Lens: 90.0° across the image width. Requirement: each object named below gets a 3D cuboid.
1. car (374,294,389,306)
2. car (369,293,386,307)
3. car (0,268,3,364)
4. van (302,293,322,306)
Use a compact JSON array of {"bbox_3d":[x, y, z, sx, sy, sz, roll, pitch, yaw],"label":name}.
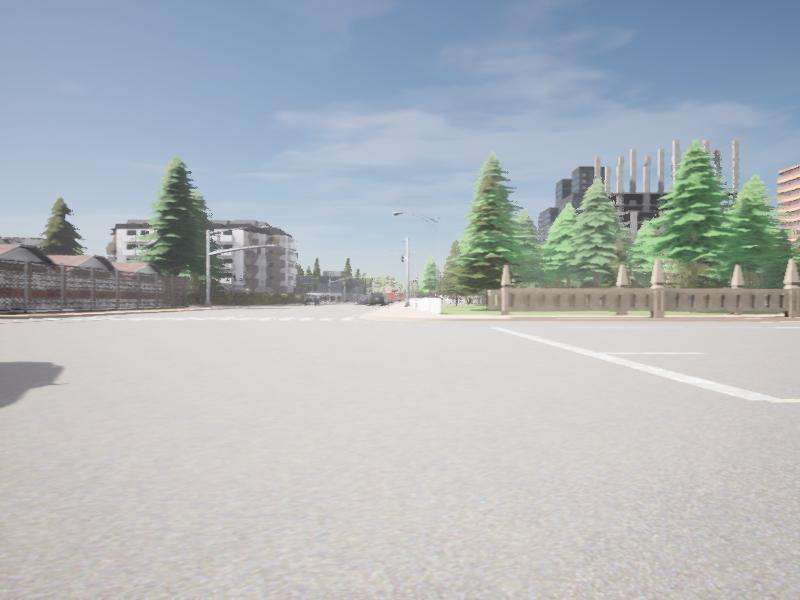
[{"bbox_3d":[-3.127,-0.040,68.586,2.150,2.045,5.566,0,0,2],"label":"car"},{"bbox_3d":[-3.347,-0.040,61.285,2.150,2.045,5.566,0,0,1],"label":"car"},{"bbox_3d":[-5.964,0.239,4.161,1.970,1.475,3.806,0,0,-35],"label":"car"},{"bbox_3d":[-13.800,-0.055,63.081,2.069,2.038,4.480,0,0,2],"label":"van"}]
